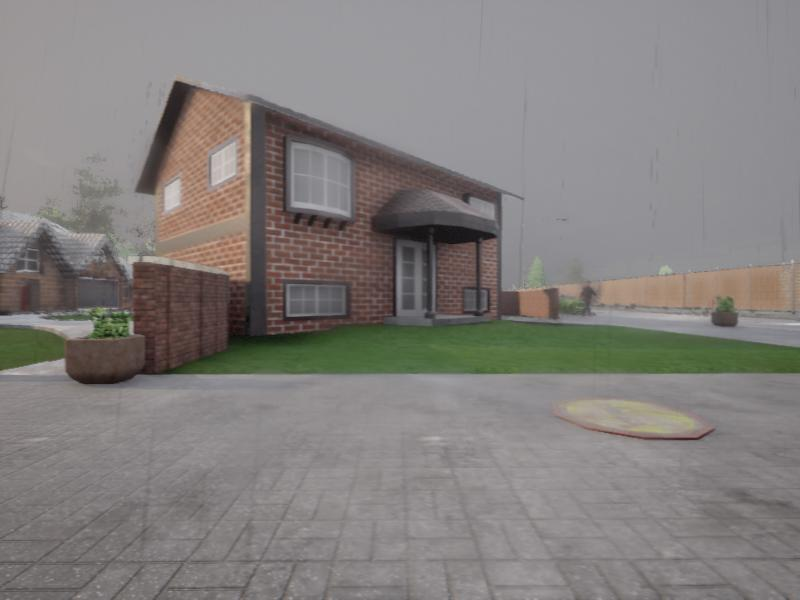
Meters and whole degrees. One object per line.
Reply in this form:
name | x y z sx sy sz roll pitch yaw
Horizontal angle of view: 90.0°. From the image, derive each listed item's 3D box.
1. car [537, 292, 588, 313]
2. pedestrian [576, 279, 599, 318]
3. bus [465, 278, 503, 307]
car | 13.327 0.184 33.269 2.152 1.651 5.027 0 0 0
pedestrian | 9.142 -0.064 19.521 0.751 1.860 0.751 0 0 -4
bus | 13.209 -1.132 64.084 3.944 4.253 10.273 0 0 0
